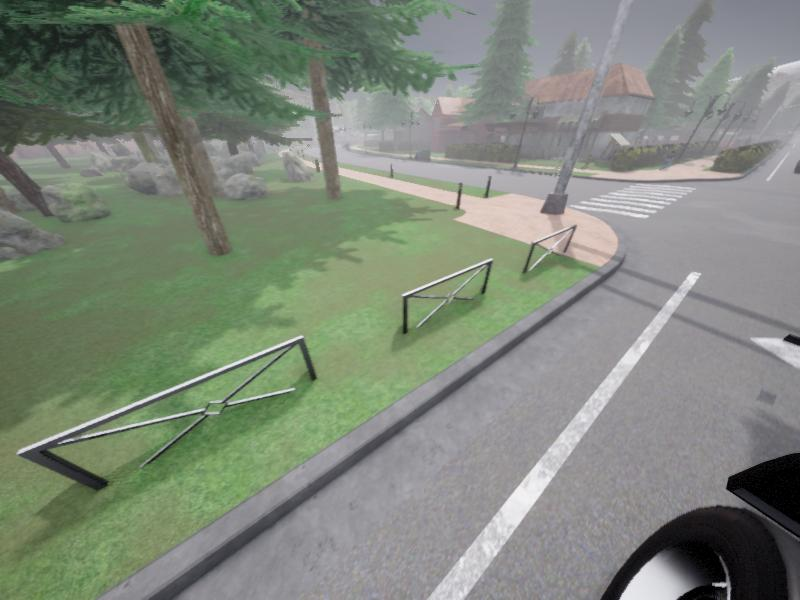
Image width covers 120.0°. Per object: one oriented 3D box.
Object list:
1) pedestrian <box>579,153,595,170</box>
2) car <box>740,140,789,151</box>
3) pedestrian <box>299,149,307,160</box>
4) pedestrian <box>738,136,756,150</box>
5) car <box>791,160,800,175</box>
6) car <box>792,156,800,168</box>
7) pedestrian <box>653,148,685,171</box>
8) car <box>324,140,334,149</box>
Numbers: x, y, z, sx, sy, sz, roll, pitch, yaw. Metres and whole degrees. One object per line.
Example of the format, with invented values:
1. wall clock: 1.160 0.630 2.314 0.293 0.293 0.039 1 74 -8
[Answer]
1. pedestrian: 14.837 -10.984 18.335 0.500 1.100 0.500 -17 38 -22
2. car: 68.889 -29.333 43.723 2.242 1.667 4.611 -20 40 -26
3. pedestrian: -11.553 -17.340 27.590 0.500 1.100 0.500 -22 40 -27
4. pedestrian: 57.252 -25.923 38.145 0.751 1.860 0.751 -22 40 -27
5. car: 29.594 -9.711 15.961 4.856 1.649 2.033 -22 41 -28
6. car: 35.162 -11.953 19.183 4.902 1.511 2.128 -22 41 -28
7. pedestrian: 19.118 -10.010 16.460 0.751 1.300 0.751 -8 36 -10
8. car: -18.519 -40.770 60.526 2.097 1.767 4.553 -6 36 -8
